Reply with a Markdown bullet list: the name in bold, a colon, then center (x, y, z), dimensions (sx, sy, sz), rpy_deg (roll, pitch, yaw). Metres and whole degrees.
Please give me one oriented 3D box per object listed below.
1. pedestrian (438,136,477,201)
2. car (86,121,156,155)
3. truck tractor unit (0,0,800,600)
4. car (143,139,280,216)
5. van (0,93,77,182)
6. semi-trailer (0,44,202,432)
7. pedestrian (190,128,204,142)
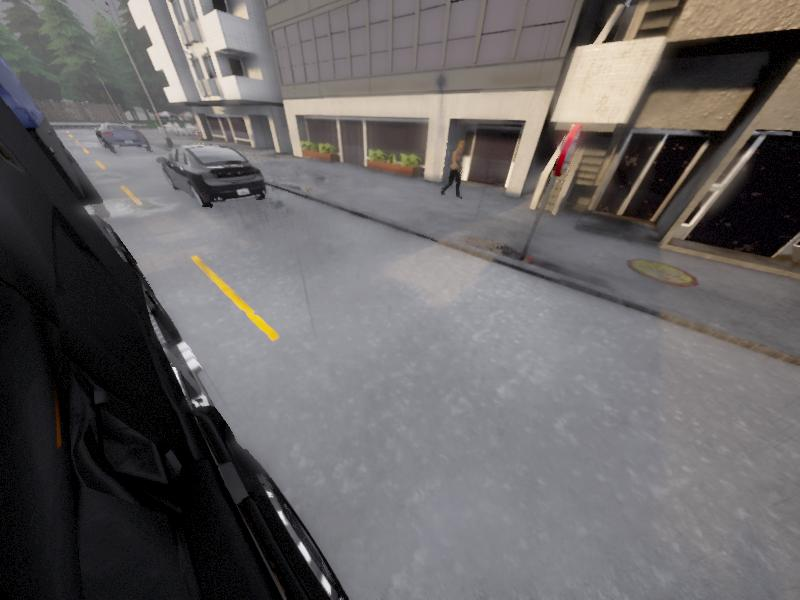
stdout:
- **pedestrian**: center (1.978, -4.606, 8.125), dimensions (0.751, 1.860, 0.751), rpy_deg (30, 45, 31)
- **car**: center (-19.785, -11.575, 16.379), dimensions (5.027, 1.651, 2.152), rpy_deg (28, 44, 30)
- **truck tractor unit**: center (-2.645, -0.295, 0.351), dimensions (6.516, 4.208, 3.053), rpy_deg (28, 44, 30)
- **car**: center (-6.354, -4.310, 7.712), dimensions (4.892, 1.490, 1.837), rpy_deg (28, 44, 30)
- **van**: center (-16.352, -6.961, 9.724), dimensions (5.915, 2.561, 1.988), rpy_deg (28, 44, 30)
- **semi-trailer**: center (-8.694, -3.619, 4.215), dimensions (14.254, 4.402, 2.717), rpy_deg (28, 44, 30)
- **pedestrian**: center (-20.039, -16.302, 22.853), dimensions (0.500, 1.100, 0.500), rpy_deg (15, 39, 16)
